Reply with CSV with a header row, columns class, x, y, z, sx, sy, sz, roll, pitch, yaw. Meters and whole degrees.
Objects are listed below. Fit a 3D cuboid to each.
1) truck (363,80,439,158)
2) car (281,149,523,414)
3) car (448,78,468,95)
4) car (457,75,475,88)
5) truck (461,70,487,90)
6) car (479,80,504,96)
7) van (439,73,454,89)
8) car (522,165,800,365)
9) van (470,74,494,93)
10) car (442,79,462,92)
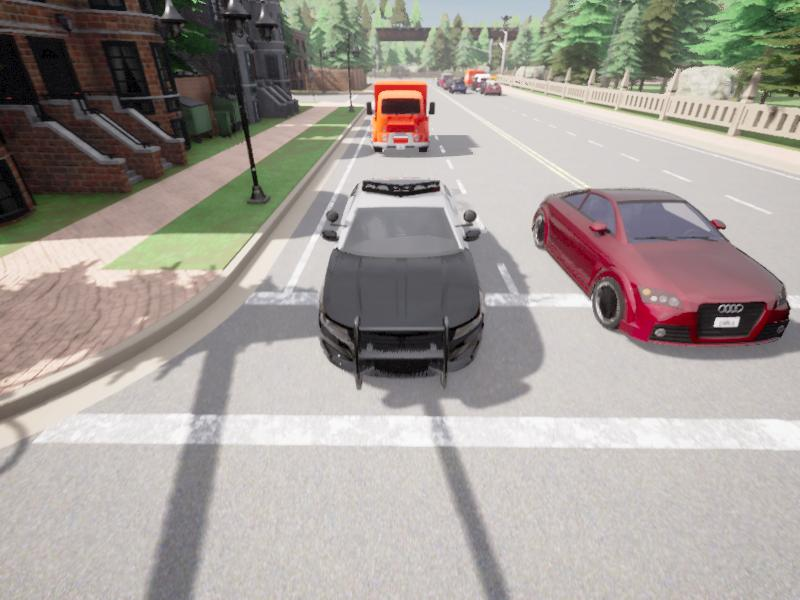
class,x,y,z,sx,sy,sz,roll,pitch,yaw
truck,0.025,-7.705,16.674,2.627,2.467,5.204,0,30,0
car,0.016,-0.888,5.867,1.930,1.638,5.238,0,30,0
car,7.053,-26.157,48.989,1.851,1.617,3.988,0,30,0
car,10.562,-35.108,64.232,2.033,1.649,4.856,0,30,0
truck,10.561,-31.676,57.549,2.627,2.467,5.204,0,30,0
car,10.550,-24.576,46.424,1.970,1.475,3.806,0,30,0
van,7.060,-33.334,60.851,1.775,1.987,4.442,0,30,0
car,3.629,-0.909,6.176,1.994,1.385,4.181,-1,30,-2
van,10.554,-27.980,51.671,2.069,2.038,4.480,0,30,0
car,7.058,-29.485,54.873,2.033,1.411,5.357,0,30,0
